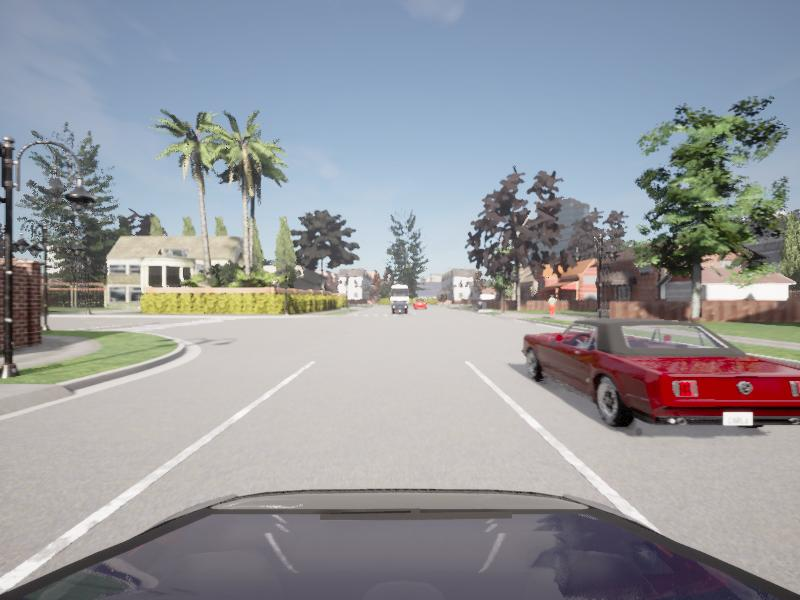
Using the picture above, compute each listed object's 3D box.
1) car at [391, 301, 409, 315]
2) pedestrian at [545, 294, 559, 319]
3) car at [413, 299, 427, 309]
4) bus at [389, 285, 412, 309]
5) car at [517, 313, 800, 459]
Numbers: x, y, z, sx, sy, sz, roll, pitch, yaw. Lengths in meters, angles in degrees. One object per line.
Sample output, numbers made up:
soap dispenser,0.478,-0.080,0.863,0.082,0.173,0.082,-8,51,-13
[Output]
car,-0.024,0.813,43.462,1.845,1.501,3.633,0,0,0
pedestrian,11.382,0.481,29.919,0.751,1.860,0.751,0,0,-3
car,3.462,0.735,70.442,2.242,1.667,4.611,0,0,0
bus,0.085,-0.561,75.178,3.944,4.253,10.273,0,0,0
car,3.495,0.942,6.358,1.895,1.301,4.718,0,0,0
